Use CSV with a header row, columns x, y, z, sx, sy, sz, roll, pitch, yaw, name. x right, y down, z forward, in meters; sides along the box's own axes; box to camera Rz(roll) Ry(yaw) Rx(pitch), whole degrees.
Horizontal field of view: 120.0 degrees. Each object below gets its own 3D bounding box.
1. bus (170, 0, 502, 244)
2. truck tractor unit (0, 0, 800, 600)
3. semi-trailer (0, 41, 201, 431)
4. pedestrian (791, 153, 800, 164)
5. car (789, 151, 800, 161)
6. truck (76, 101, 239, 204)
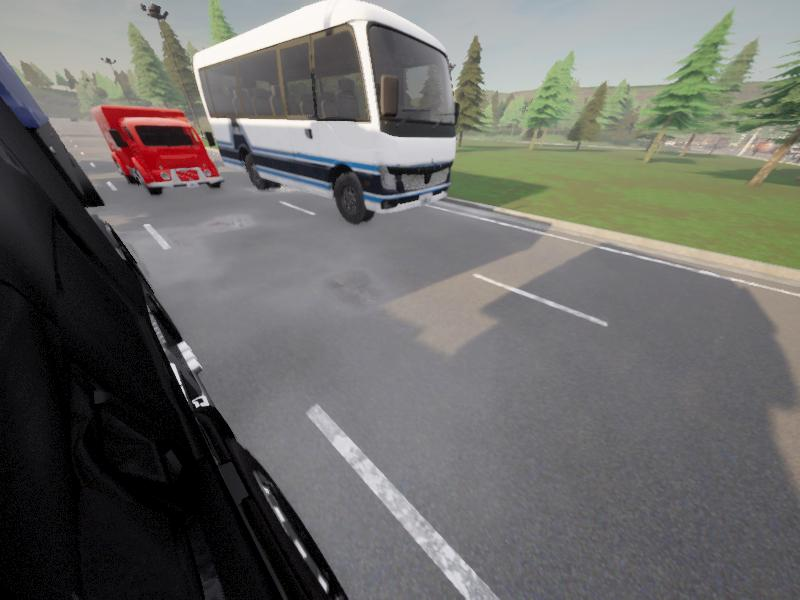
x,y,z,sx,sy,sz,roll,pitch,yaw,name
-2.889,-5.949,7.972,10.273,4.253,3.944,28,43,30,bus
-2.645,-0.295,0.351,6.516,4.208,3.053,28,44,30,truck tractor unit
-8.696,-3.582,4.265,14.254,4.402,2.717,28,43,30,semi-trailer
60.572,-21.601,34.774,0.751,1.860,0.751,29,44,31,pedestrian
85.207,-30.219,48.481,2.038,1.542,4.974,26,43,29,car
-9.060,-5.664,8.709,5.204,2.467,2.627,28,43,30,truck
